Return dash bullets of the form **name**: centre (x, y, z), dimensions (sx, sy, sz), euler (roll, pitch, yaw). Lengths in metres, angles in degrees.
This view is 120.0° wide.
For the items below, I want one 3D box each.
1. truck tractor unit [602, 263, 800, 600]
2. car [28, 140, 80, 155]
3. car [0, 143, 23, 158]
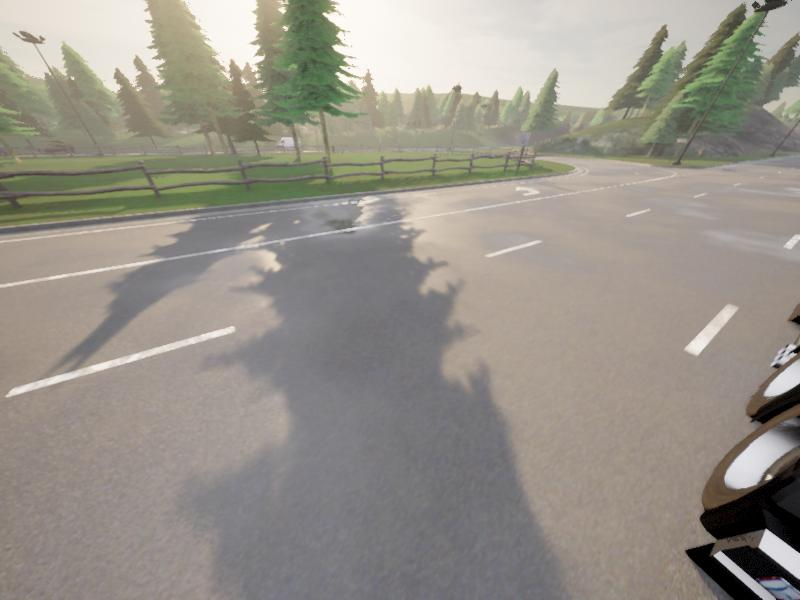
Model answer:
- **truck tractor unit**: centre (5.114, -0.296, 0.785), dimensions (6.516, 4.208, 3.053), euler (-18, 39, -24)
- **car**: centre (-55.420, -24.524, 37.118), dimensions (3.866, 1.878, 1.905), euler (-18, 39, -24)
- **car**: centre (-58.407, -21.042, 32.532), dimensions (5.027, 1.651, 2.152), euler (-18, 39, -24)
